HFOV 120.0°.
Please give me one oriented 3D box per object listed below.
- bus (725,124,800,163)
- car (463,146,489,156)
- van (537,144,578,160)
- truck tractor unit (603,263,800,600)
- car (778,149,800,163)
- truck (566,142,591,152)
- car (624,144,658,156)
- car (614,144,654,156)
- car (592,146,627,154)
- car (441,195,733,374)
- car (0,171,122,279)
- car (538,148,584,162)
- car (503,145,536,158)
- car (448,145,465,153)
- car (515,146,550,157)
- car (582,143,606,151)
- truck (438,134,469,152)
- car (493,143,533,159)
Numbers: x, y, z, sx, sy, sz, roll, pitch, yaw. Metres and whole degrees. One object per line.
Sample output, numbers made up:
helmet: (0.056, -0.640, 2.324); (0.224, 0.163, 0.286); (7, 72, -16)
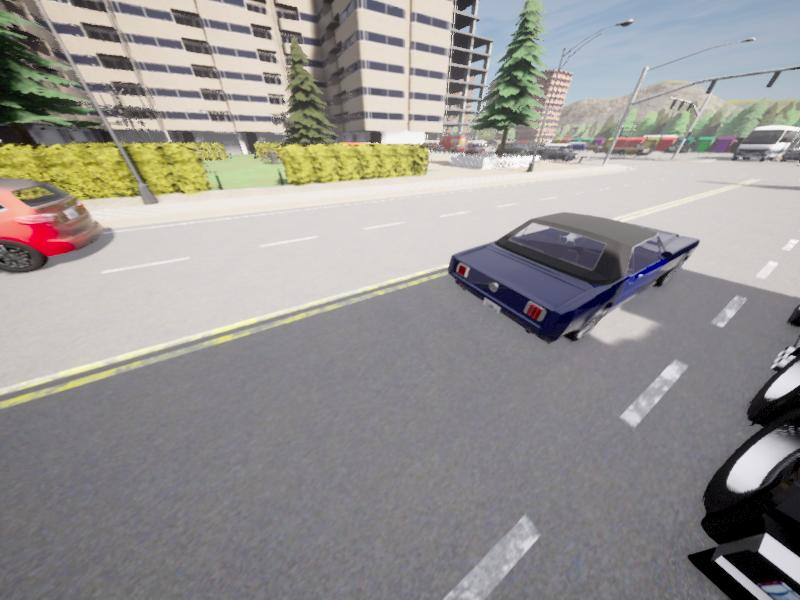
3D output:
bus: (54.671, -23.241, 34.382); (10.273, 4.253, 3.944); (-17, 38, -24)
car: (14.893, -29.230, 45.343); (1.812, 1.442, 4.674); (-18, 39, -25)
van: (24.898, -23.634, 36.742); (2.069, 2.038, 4.480); (-18, 39, -25)
truck tractor unit: (5.104, -0.304, 0.802); (6.516, 4.208, 3.053); (-18, 38, -24)
car: (56.438, -20.466, 32.791); (4.892, 1.490, 1.837); (-17, 38, -24)
truck: (47.930, -41.185, 62.067); (2.069, 2.038, 4.478); (-18, 39, -24)
car: (46.797, -29.288, 44.948); (1.905, 1.878, 3.866); (-18, 39, -24)
car: (44.262, -28.505, 43.791); (1.932, 1.855, 4.605); (-18, 39, -24)
car: (45.935, -33.032, 50.793); (2.033, 1.415, 5.357); (-18, 39, -24)
car: (3.245, -0.774, 4.069); (4.718, 1.301, 1.895); (-18, 39, -24)
car: (-9.551, -1.358, 4.519); (4.611, 1.667, 2.242); (-18, 39, -25)
car: (23.218, -21.107, 33.529); (2.128, 1.511, 4.902); (-18, 39, -25)
car: (21.426, -26.882, 41.761); (2.242, 1.667, 4.611); (-18, 39, -25)
car: (14.132, -37.892, 57.895); (1.970, 1.475, 3.806); (-18, 39, -25)
car: (24.573, -27.731, 43.045); (1.930, 1.638, 5.238); (-18, 38, -24)
car: (55.022, -43.443, 65.552); (1.932, 1.855, 4.605); (-18, 39, -24)
truck: (14.401, -42.560, 62.602); (2.891, 3.827, 8.468); (-18, 39, -25)
car: (19.033, -25.426, 39.308); (2.150, 2.045, 5.566); (-18, 39, -25)
